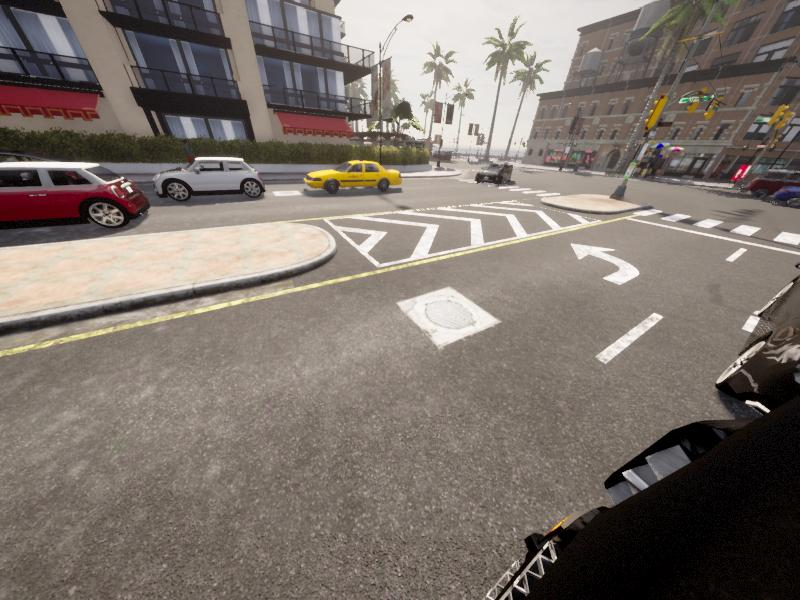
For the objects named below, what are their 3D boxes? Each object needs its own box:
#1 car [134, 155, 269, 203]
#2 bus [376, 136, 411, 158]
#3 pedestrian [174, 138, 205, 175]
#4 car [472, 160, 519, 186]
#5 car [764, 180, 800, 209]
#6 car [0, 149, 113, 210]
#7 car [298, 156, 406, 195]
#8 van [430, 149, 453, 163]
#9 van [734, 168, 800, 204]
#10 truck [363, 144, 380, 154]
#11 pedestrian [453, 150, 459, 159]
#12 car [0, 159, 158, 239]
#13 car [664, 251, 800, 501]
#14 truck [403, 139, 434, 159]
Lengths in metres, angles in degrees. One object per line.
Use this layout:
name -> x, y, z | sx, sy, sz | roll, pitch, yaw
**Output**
car -> -8.045, -5.240, 9.882 | 3.806, 1.475, 1.970 | -16, 38, -26
bus -> -1.858, -39.115, 58.858 | 3.944, 4.253, 10.273 | -19, 39, -29
pedestrian -> -12.849, -8.788, 14.188 | 0.751, 1.860, 0.751 | -17, 38, -27
car -> 7.927, -10.493, 18.982 | 2.007, 1.525, 4.514 | 24, 39, 29
car -> 26.482, -6.114, 13.893 | 1.812, 1.442, 4.674 | -16, 38, -26
car -> -12.715, -3.908, 7.446 | 3.705, 1.549, 1.789 | -16, 38, -26
car -> -2.469, -6.913, 12.738 | 5.366, 1.575, 1.801 | -16, 38, -26
van -> 8.122, -28.371, 45.505 | 1.775, 1.987, 4.442 | -16, 38, -26
van -> 28.528, -8.182, 16.677 | 1.775, 1.987, 4.442 | -16, 38, -26
truck -> -8.910, -47.144, 72.022 | 5.204, 2.467, 2.627 | 30, 42, 34
pedestrian -> 14.172, -36.809, 58.475 | 0.751, 1.860, 0.751 | -21, 40, -31
car -> -9.273, -2.632, 5.861 | 3.806, 1.475, 1.970 | -16, 38, -26
car -> 5.408, 0.458, 2.309 | 4.902, 1.511, 2.128 | -16, 38, -26
truck -> 4.244, -36.874, 56.350 | 2.891, 3.827, 8.468 | -16, 38, -26
